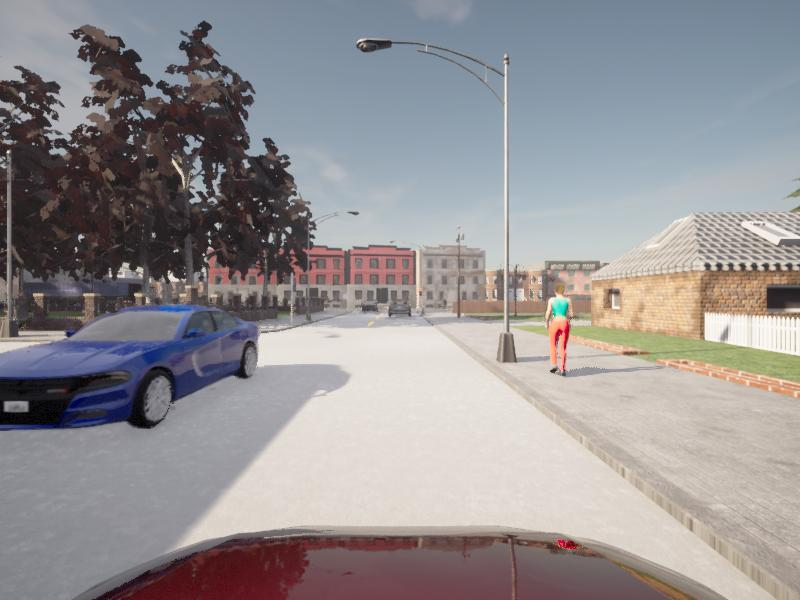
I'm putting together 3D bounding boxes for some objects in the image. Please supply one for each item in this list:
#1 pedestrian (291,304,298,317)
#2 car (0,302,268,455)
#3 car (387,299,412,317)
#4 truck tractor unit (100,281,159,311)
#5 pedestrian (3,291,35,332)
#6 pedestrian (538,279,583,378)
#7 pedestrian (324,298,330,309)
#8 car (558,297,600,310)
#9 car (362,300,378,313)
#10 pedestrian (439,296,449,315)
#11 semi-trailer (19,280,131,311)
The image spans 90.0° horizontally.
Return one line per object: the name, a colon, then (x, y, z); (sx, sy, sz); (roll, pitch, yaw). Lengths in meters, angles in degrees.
pedestrian: (-9.209, 0.913, 35.021); (0.500, 1.100, 0.500); (0, 0, 0)
car: (-3.957, 0.823, 6.629); (1.882, 1.535, 5.008); (0, 0, 0)
car: (-0.002, 0.756, 39.227); (2.242, 1.667, 4.611); (0, 0, 1)
truck tractor unit: (-39.351, -0.521, 58.379); (6.516, 4.208, 3.053); (0, 0, 0)
pedestrian: (-17.512, 0.534, 18.416); (0.751, 1.860, 0.751); (0, 0, 1)
pedestrian: (3.168, 0.533, 7.972); (0.751, 1.860, 0.751); (0, 0, 15)
pedestrian: (-12.261, 0.533, 67.296); (0.751, 1.860, 0.751); (0, 0, 1)
car: (27.832, 0.568, 62.390); (5.566, 2.045, 2.150); (0, 0, 0)
car: (-3.846, 0.823, 51.185); (1.882, 1.535, 5.008); (1, 0, -6)
pedestrian: (4.482, 0.525, 40.543); (0.751, 1.860, 0.751); (0, 0, -22)
semi-trailer: (-47.265, -0.618, 58.400); (14.254, 4.402, 2.717); (0, 0, 0)
